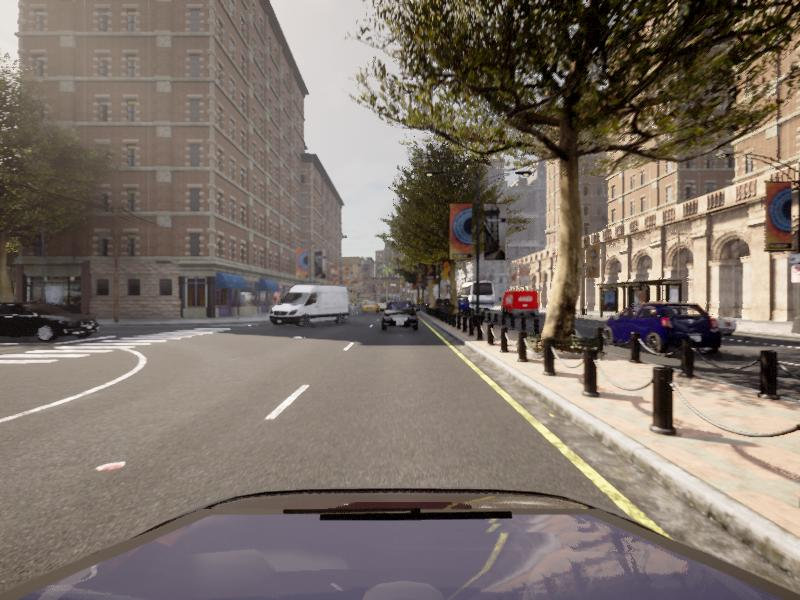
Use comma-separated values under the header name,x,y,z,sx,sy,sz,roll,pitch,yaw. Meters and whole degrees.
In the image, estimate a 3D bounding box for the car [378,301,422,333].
name,x,y,z,sx,sy,sz,roll,pitch,yaw
car,-0.001,0.842,21.580,2.128,1.511,4.902,0,0,0

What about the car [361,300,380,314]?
name,x,y,z,sx,sy,sz,roll,pitch,yaw
car,-3.497,0.815,48.195,1.801,1.575,5.366,0,0,0

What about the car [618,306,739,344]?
name,x,y,z,sx,sy,sz,roll,pitch,yaw
car,11.500,0.949,17.026,1.895,1.301,4.718,0,0,0

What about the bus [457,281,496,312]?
name,x,y,z,sx,sy,sz,roll,pitch,yaw
bus,11.381,-0.515,60.531,3.944,4.253,10.273,0,0,0

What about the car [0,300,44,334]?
name,x,y,z,sx,sy,sz,roll,pitch,yaw
car,-20.978,0.807,19.625,5.366,1.575,1.801,0,0,-1

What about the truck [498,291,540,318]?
name,x,y,z,sx,sy,sz,roll,pitch,yaw
truck,11.495,0.370,39.074,2.627,2.467,5.204,0,0,0

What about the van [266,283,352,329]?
name,x,y,z,sx,sy,sz,roll,pitch,yaw
van,-5.515,0.330,25.272,1.988,2.561,5.915,1,1,26

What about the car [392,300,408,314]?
name,x,y,z,sx,sy,sz,roll,pitch,yaw
car,-0.001,0.802,47.405,1.851,1.617,3.988,0,0,0

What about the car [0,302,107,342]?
name,x,y,z,sx,sy,sz,roll,pitch,yaw
car,-14.911,0.850,16.119,4.892,1.490,1.837,0,0,1

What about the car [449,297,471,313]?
name,x,y,z,sx,sy,sz,roll,pitch,yaw
car,8.004,0.584,54.170,2.150,2.045,5.566,0,0,0

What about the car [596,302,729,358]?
name,x,y,z,sx,sy,sz,roll,pitch,yaw
car,8.003,0.830,12.656,1.845,1.501,3.633,0,0,0
